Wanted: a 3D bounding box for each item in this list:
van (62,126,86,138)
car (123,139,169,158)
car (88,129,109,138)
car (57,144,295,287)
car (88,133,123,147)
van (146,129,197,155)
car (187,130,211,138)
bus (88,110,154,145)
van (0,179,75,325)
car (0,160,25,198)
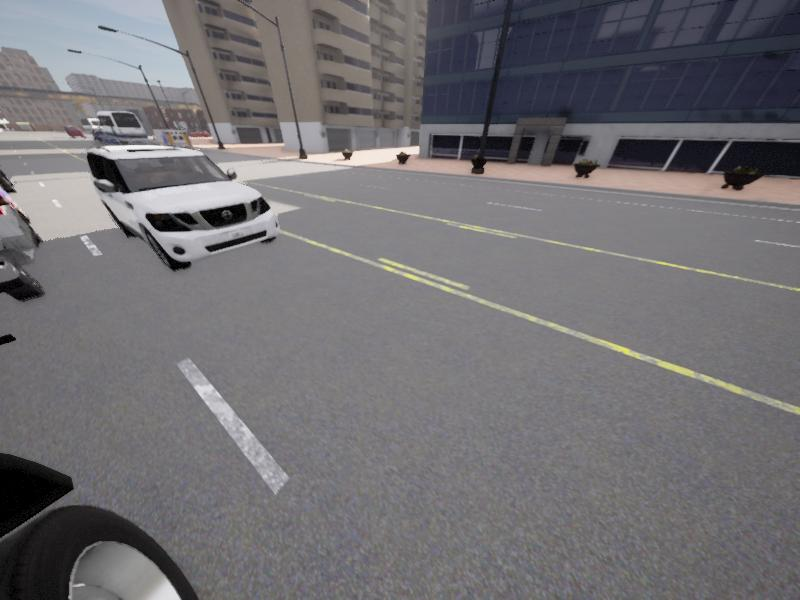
[{"bbox_3d":[-66.295,-34.176,46.955,4.442,1.987,1.775,24,41,28],"label":"van"},{"bbox_3d":[-28.805,-17.187,26.180,4.902,1.511,2.128,24,41,27],"label":"car"},{"bbox_3d":[-65.108,-36.008,49.891,3.633,1.501,1.845,24,41,28],"label":"car"},{"bbox_3d":[-5.463,-2.508,5.632,5.566,2.045,2.150,22,41,28],"label":"car"},{"bbox_3d":[-44.629,-24.286,35.001,5.357,1.411,2.033,24,42,27],"label":"car"},{"bbox_3d":[-29.312,-20.328,29.673,6.366,2.431,2.351,24,42,27],"label":"van"},{"bbox_3d":[-58.424,-48.286,67.173,2.242,1.667,4.611,24,42,29],"label":"car"},{"bbox_3d":[-46.605,-28.818,38.615,10.273,4.253,3.944,24,42,27],"label":"bus"},{"bbox_3d":[-8.654,-1.501,3.848,6.366,2.431,2.351,23,41,28],"label":"van"},{"bbox_3d":[-19.605,-5.689,10.463,4.902,1.511,2.128,23,41,28],"label":"car"}]
